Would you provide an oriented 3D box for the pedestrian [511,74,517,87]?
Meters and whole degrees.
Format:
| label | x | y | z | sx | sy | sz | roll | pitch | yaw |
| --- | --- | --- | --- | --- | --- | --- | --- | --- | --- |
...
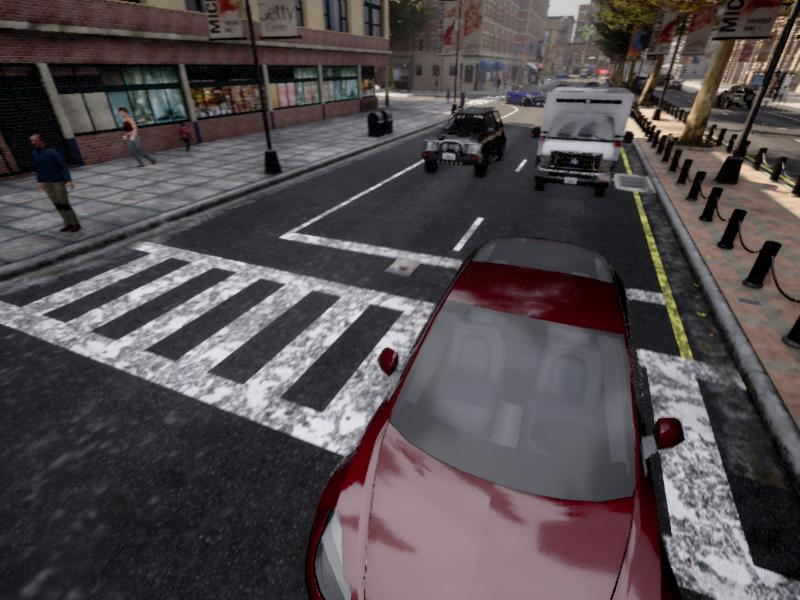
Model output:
| label | x | y | z | sx | sy | sz | roll | pitch | yaw |
| --- | --- | --- | --- | --- | --- | --- | --- | --- | --- |
| pedestrian | 19.259 | -37.092 | 67.574 | 0.751 | 1.860 | 0.751 | 10 | 32 | 16 |

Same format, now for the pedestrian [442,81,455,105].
| label | x | y | z | sx | sy | sz | roll | pitch | yaw |
| --- | --- | --- | --- | --- | --- | --- | --- | --- | --- |
| pedestrian | 4.193 | -17.871 | 34.532 | 0.751 | 1.860 | 0.751 | 12 | 32 | 20 |

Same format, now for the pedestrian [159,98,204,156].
| label | x | y | z | sx | sy | sz | roll | pitch | yaw |
| --- | --- | --- | --- | --- | --- | --- | --- | --- | --- |
| pedestrian | -8.024 | -6.384 | 14.772 | 0.751 | 1.860 | 0.751 | 12 | 32 | 19 |

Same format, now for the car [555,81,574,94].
| label | x | y | z | sx | sy | sz | roll | pitch | yaw |
| --- | --- | --- | --- | --- | --- | --- | --- | --- | --- |
| car | 22.669 | -29.309 | 55.137 | 1.895 | 1.301 | 4.718 | 12 | 32 | 20 |

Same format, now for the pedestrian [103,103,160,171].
| label | x | y | z | sx | sy | sz | roll | pitch | yaw |
| --- | --- | --- | --- | --- | --- | --- | --- | --- | --- |
| pedestrian | -8.457 | -5.150 | 12.653 | 0.751 | 1.860 | 0.751 | 15 | 34 | 24 |

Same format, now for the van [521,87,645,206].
| label | x | y | z | sx | sy | sz | roll | pitch | yaw |
| --- | --- | --- | --- | --- | --- | --- | --- | --- | --- |
| van | 5.660 | -5.165 | 12.527 | 2.351 | 2.431 | 6.366 | 12 | 32 | 20 |

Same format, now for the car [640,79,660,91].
| label | x | y | z | sx | sy | sz | roll | pitch | yaw |
| --- | --- | --- | --- | --- | --- | --- | --- | --- | --- |
| car | 38.263 | -33.036 | 61.404 | 1.837 | 1.490 | 4.892 | 12 | 32 | 20 |

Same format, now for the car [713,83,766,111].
| label | x | y | z | sx | sy | sz | roll | pitch | yaw |
| --- | --- | --- | --- | --- | --- | --- | --- | --- | --- |
| car | 28.575 | -17.226 | 33.863 | 1.932 | 1.855 | 4.605 | 12 | 32 | 20 |

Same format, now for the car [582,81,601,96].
| label | x | y | z | sx | sy | sz | roll | pitch | yaw |
| --- | --- | --- | --- | --- | --- | --- | --- | --- | --- |
| car | 24.537 | -27.073 | 51.170 | 1.812 | 1.442 | 4.674 | 12 | 32 | 20 |

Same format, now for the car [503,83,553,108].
| label | x | y | z | sx | sy | sz | roll | pitch | yaw |
| --- | --- | --- | --- | --- | --- | --- | --- | --- | --- |
| car | 11.428 | -18.520 | 36.094 | 2.097 | 1.767 | 4.553 | -7 | 31 | -12 |

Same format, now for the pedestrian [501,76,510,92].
| label | x | y | z | sx | sy | sz | roll | pitch | yaw |
| --- | --- | --- | --- | --- | --- | --- | --- | --- | --- |
| pedestrian | 14.058 | -28.828 | 53.373 | 0.751 | 1.860 | 0.751 | 12 | 32 | 19 |

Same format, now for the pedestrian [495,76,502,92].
| label | x | y | z | sx | sy | sz | roll | pitch | yaw |
| --- | --- | --- | --- | --- | --- | --- | --- | --- | --- |
| pedestrian | 13.188 | -28.964 | 53.603 | 0.751 | 1.860 | 0.751 | 6 | 31 | 11 |

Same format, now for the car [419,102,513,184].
| label | x | y | z | sx | sy | sz | roll | pitch | yaw |
| --- | --- | --- | --- | --- | --- | --- | --- | --- | --- |
| car | 2.383 | -5.546 | 13.710 | 1.932 | 1.855 | 4.605 | 12 | 33 | 20 |

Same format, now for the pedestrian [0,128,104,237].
| label | x | y | z | sx | sy | sz | roll | pitch | yaw |
| --- | --- | --- | --- | --- | --- | --- | --- | --- | --- |
| pedestrian | -6.646 | -2.239 | 7.666 | 0.751 | 1.860 | 0.751 | 2 | 30 | 2 |

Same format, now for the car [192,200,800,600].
| label | x | y | z | sx | sy | sz | roll | pitch | yaw |
| --- | --- | --- | --- | --- | --- | --- | --- | --- | --- |
| car | 1.059 | 0.603 | 3.552 | 2.163 | 1.488 | 4.792 | 11 | 32 | 19 |

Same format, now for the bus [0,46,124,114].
| label | x | y | z | sx | sy | sz | roll | pitch | yaw |
| --- | --- | --- | --- | --- | --- | --- | --- | --- | --- |
| bus | -29.392 | -18.019 | 32.617 | 3.944 | 4.253 | 10.273 | 12 | 32 | 20 |

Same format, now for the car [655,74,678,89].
| label | x | y | z | sx | sy | sz | roll | pitch | yaw |
| --- | --- | --- | --- | --- | --- | --- | --- | --- | --- |
| car | 45.867 | -37.757 | 69.005 | 2.150 | 2.045 | 5.566 | 12 | 32 | 20 |

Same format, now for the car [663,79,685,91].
| label | x | y | z | sx | sy | sz | roll | pitch | yaw |
| --- | --- | --- | --- | --- | --- | --- | --- | --- | --- |
| car | 42.030 | -32.939 | 61.363 | 1.970 | 1.475 | 3.806 | 12 | 32 | 20 |
